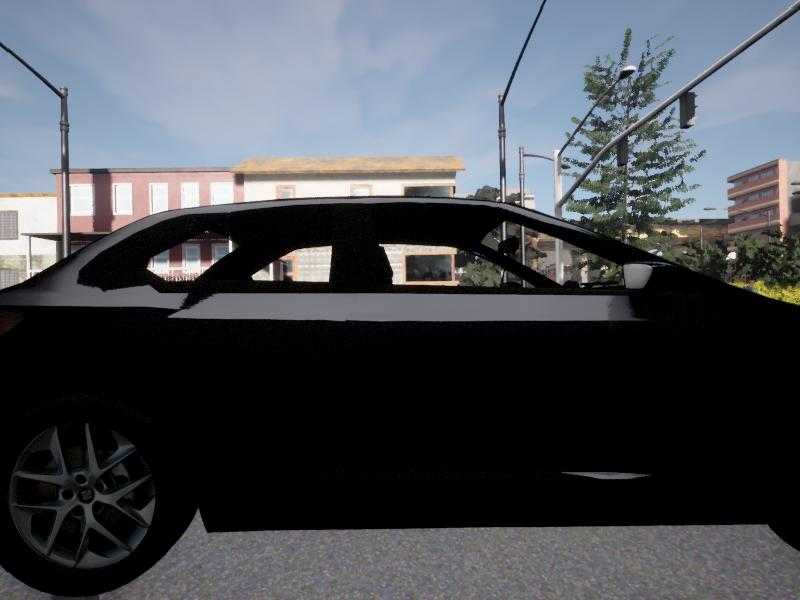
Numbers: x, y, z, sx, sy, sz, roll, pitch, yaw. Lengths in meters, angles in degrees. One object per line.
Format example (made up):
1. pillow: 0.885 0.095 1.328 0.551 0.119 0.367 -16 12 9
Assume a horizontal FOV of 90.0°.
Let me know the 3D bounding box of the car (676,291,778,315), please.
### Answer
1. car: 20.006 0.194 24.641 4.718 1.301 1.895 -1 0 44

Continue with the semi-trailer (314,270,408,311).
1. semi-trailer: -5.214 -0.925 48.658 14.254 4.402 2.717 -1 0 43

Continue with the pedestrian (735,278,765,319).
1. pedestrian: 16.409 -0.072 18.775 0.751 1.860 0.751 -1 0 4

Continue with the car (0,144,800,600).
1. car: 0.342 0.254 2.184 4.193 1.474 1.816 0 0 -1
